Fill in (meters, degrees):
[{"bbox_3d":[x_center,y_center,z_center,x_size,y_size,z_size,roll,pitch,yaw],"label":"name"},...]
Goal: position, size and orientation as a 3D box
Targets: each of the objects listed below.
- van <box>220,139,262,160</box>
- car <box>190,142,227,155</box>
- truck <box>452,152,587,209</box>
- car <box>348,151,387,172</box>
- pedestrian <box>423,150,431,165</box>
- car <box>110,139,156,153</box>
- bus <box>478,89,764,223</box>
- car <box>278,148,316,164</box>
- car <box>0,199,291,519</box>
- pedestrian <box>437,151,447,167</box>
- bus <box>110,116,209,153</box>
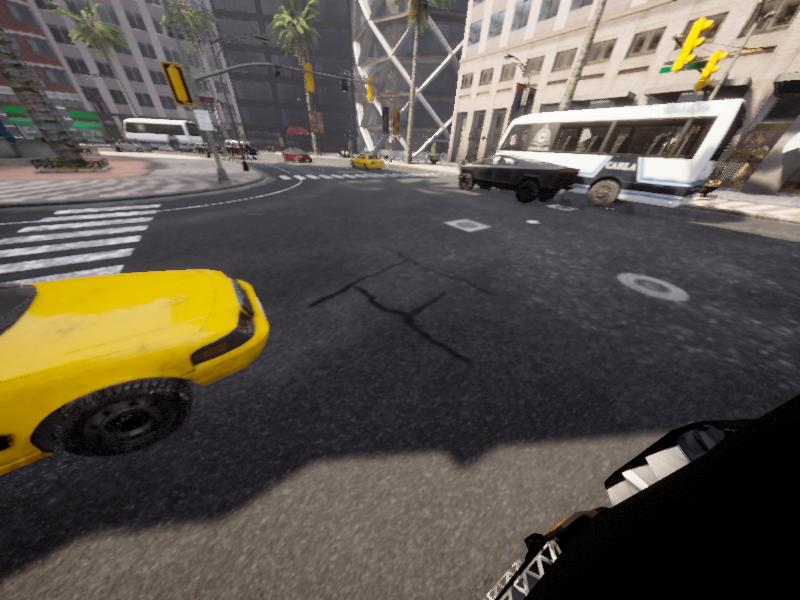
[{"bbox_3d":[-20.716,-19.616,30.194,4.480,2.038,2.069,18,36,21],"label":"van"},{"bbox_3d":[-29.505,-23.304,35.617,3.806,1.475,1.970,7,34,6],"label":"car"},{"bbox_3d":[6.308,-7.148,13.358,2.390,2.098,6.274,-19,39,-29],"label":"truck"},{"bbox_3d":[-3.629,-15.186,25.222,1.801,1.575,5.366,-20,40,-30],"label":"car"},{"bbox_3d":[3.955,-20.675,33.525,0.751,1.860,0.751,-3,34,-9],"label":"pedestrian"},{"bbox_3d":[-37.893,-21.953,32.887,3.633,1.501,1.845,0,33,-5],"label":"car"},{"bbox_3d":[10.260,-8.055,13.080,3.944,4.253,10.273,-19,39,-30],"label":"bus"},{"bbox_3d":[-13.268,-18.553,29.669,4.792,1.488,2.163,26,40,31],"label":"car"},{"bbox_3d":[-3.837,0.647,1.270,5.366,1.575,1.801,-21,40,-32],"label":"car"},{"bbox_3d":[5.769,-19.457,31.821,0.751,1.860,0.751,-20,40,-31],"label":"pedestrian"},{"bbox_3d":[-38.797,-26.956,37.914,10.273,4.253,3.944,1,33,-3],"label":"bus"}]
